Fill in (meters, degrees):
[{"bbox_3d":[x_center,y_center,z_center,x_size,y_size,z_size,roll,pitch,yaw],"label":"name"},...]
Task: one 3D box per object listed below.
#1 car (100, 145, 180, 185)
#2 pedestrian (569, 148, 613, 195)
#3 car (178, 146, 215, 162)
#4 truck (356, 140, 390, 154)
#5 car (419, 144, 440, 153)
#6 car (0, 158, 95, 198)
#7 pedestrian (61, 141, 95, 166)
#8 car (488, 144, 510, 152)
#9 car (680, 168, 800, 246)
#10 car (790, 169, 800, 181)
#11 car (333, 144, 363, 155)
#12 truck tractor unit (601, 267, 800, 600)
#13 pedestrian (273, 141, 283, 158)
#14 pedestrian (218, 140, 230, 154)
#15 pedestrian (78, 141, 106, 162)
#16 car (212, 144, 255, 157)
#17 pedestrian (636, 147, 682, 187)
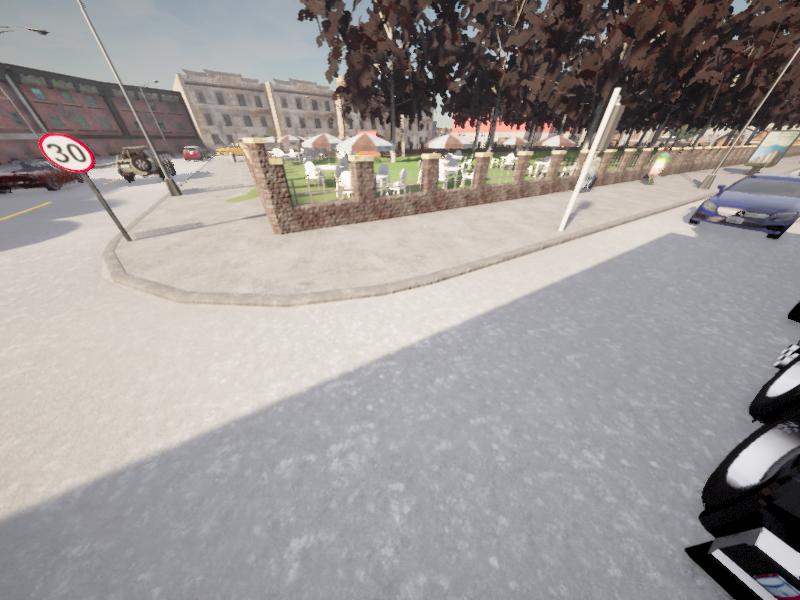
[{"bbox_3d":[-16.493,-8.923,15.041,1.932,1.855,4.605,-18,38,-24],"label":"car"},{"bbox_3d":[9.016,-6.075,10.960,0.751,1.860,0.751,-19,39,-25],"label":"pedestrian"},{"bbox_3d":[-25.040,-18.155,28.597,1.970,1.475,3.806,-9,36,-13],"label":"car"},{"bbox_3d":[-5.260,-30.424,45.853,6.274,2.098,2.390,-18,39,-25],"label":"truck"},{"bbox_3d":[6.104,-31.272,47.652,3.705,1.549,1.789,-18,39,-23],"label":"car"},{"bbox_3d":[-18.876,-6.539,12.109,1.895,1.301,4.718,-18,39,-24],"label":"car"},{"bbox_3d":[-28.910,-13.134,20.785,0.751,1.860,0.751,-14,37,-19],"label":"pedestrian"},{"bbox_3d":[24.125,-37.107,56.236,4.892,1.490,1.837,-17,39,-24],"label":"car"},{"bbox_3d":[11.542,-3.184,7.416,4.674,1.442,1.812,-19,39,-25],"label":"car"},{"bbox_3d":[29.724,-9.203,16.147,3.633,1.501,1.845,-20,40,-26],"label":"car"},{"bbox_3d":[-9.117,-26.307,40.404,4.514,1.525,2.007,-17,39,-24],"label":"car"},{"bbox_3d":[5.114,-0.298,0.769,6.516,4.208,3.053,-18,39,-24],"label":"truck tractor unit"},{"bbox_3d":[-16.877,-20.839,31.962,0.751,1.860,0.751,-19,39,-26],"label":"pedestrian"},{"bbox_3d":[-29.452,-25.550,38.627,0.751,1.860,0.751,25,42,31],"label":"pedestrian"},{"bbox_3d":[-32.652,-15.736,24.494,0.751,1.860,0.751,-7,36,-11],"label":"pedestrian"},{"bbox_3d":[-25.736,-23.208,35.801,5.008,1.535,1.882,-24,41,-30],"label":"car"},{"bbox_3d":[14.458,-7.423,12.943,0.751,1.860,0.751,-11,37,-16],"label":"pedestrian"}]
